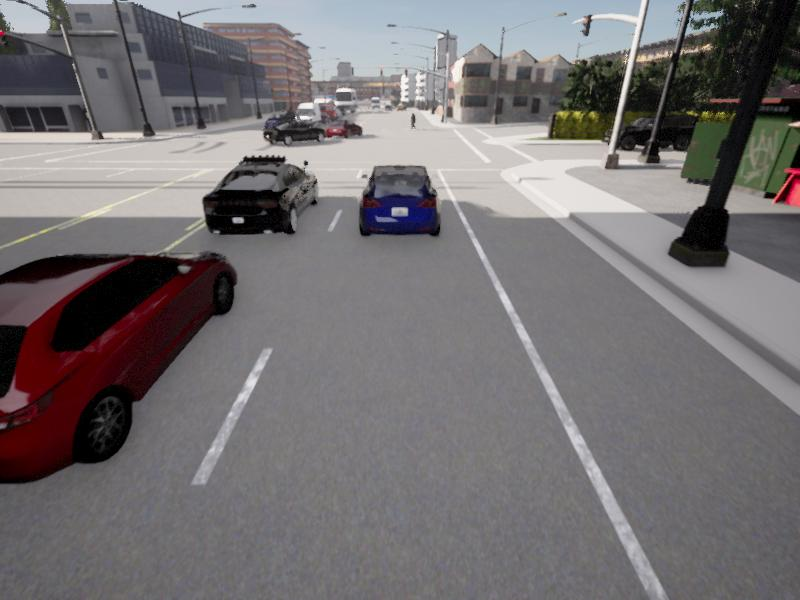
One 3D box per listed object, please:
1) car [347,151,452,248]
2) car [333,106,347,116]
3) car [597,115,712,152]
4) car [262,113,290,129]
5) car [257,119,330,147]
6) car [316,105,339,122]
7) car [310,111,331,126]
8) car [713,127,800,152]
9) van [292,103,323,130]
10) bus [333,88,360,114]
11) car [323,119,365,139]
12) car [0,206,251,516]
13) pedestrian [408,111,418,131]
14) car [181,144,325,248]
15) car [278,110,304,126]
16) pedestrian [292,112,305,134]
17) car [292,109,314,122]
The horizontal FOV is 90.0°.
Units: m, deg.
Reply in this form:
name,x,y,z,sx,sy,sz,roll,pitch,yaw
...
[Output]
name,x,y,z,sx,sy,sz,roll,pitch,yaw
car,-0.005,-2.906,10.713,2.163,1.488,4.792,0,27,0
car,-10.495,-33.161,70.173,1.816,1.474,4.193,0,28,0
car,16.074,-10.711,25.604,5.566,2.045,2.150,0,26,0
car,-13.993,-20.322,45.465,1.816,1.474,4.193,0,27,0
car,-7.692,-12.368,29.484,1.882,1.535,5.008,19,32,33
car,-10.484,-27.212,58.313,2.150,2.045,5.566,0,28,0
car,-10.409,-23.875,52.525,1.812,1.442,4.674,0,27,0
car,23.406,-10.343,25.720,4.718,1.301,1.895,0,26,0
van,-10.482,-21.125,45.879,1.988,2.561,5.915,0,27,0
bus,-10.373,-39.259,78.903,3.944,4.253,10.273,0,27,0
car,-4.781,-14.968,34.910,1.994,1.385,4.181,8,28,16
car,-3.510,0.131,4.762,1.816,1.474,4.193,0,27,0
pedestrian,1.379,-19.016,42.431,0.751,1.860,0.751,-13,29,-24
car,-3.496,-3.067,10.855,1.930,1.638,5.238,0,27,0
car,-13.981,-23.537,51.651,1.930,1.638,5.238,0,27,0
pedestrian,-9.517,-16.585,37.544,0.751,1.860,0.751,-16,31,-30
car,-13.994,-26.850,58.164,1.882,1.535,5.008,0,28,0
